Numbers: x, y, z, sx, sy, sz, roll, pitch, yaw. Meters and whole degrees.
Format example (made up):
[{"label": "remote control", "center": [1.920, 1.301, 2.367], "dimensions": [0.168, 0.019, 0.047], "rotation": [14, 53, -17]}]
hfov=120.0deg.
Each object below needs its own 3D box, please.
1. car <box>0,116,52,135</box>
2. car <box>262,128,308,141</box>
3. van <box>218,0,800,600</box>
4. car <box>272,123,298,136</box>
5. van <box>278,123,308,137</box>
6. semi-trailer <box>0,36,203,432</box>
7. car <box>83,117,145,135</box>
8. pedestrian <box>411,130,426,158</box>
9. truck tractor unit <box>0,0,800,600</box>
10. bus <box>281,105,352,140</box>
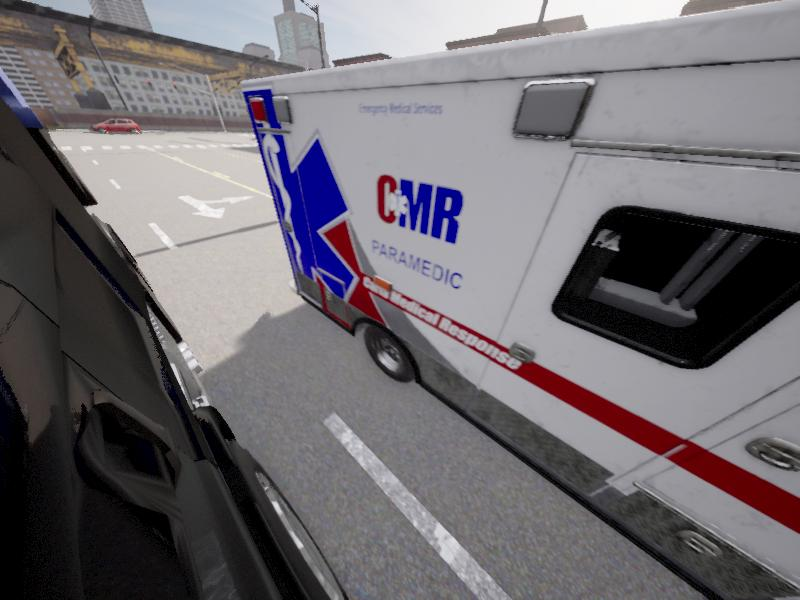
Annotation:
[{"label": "car", "center": [-39.915, -17.705, 23.458], "dimensions": [1.837, 1.490, 4.892], "rotation": [28, 44, 30]}, {"label": "car", "center": [-16.398, -23.839, 33.268], "dimensions": [2.033, 1.411, 5.357], "rotation": [28, 44, 30]}, {"label": "van", "center": [1.636, -0.033, 1.781], "dimensions": [6.366, 2.431, 2.351], "rotation": [28, 44, 30]}, {"label": "car", "center": [-22.256, -33.051, 44.777], "dimensions": [1.905, 1.878, 3.866], "rotation": [28, 44, 30]}, {"label": "van", "center": [-19.702, -31.568, 42.883], "dimensions": [1.775, 1.987, 4.442], "rotation": [28, 44, 30]}, {"label": "semi-trailer", "center": [-8.754, -3.570, 4.168], "dimensions": [14.254, 4.402, 2.717], "rotation": [28, 43, 29]}, {"label": "car", "center": [-37.301, -22.784, 30.265], "dimensions": [2.242, 1.667, 4.611], "rotation": [28, 44, 30]}, {"label": "pedestrian", "center": [1.532, -13.120, 19.435], "dimensions": [0.751, 1.860, 0.751], "rotation": [27, 43, 29]}, {"label": "truck tractor unit", "center": [-2.645, -0.295, 0.351], "dimensions": [6.516, 4.208, 3.053], "rotation": [28, 44, 30]}, {"label": "bus", "center": [-13.718, -30.114, 39.442], "dimensions": [3.944, 4.253, 10.273], "rotation": [28, 44, 30]}]
